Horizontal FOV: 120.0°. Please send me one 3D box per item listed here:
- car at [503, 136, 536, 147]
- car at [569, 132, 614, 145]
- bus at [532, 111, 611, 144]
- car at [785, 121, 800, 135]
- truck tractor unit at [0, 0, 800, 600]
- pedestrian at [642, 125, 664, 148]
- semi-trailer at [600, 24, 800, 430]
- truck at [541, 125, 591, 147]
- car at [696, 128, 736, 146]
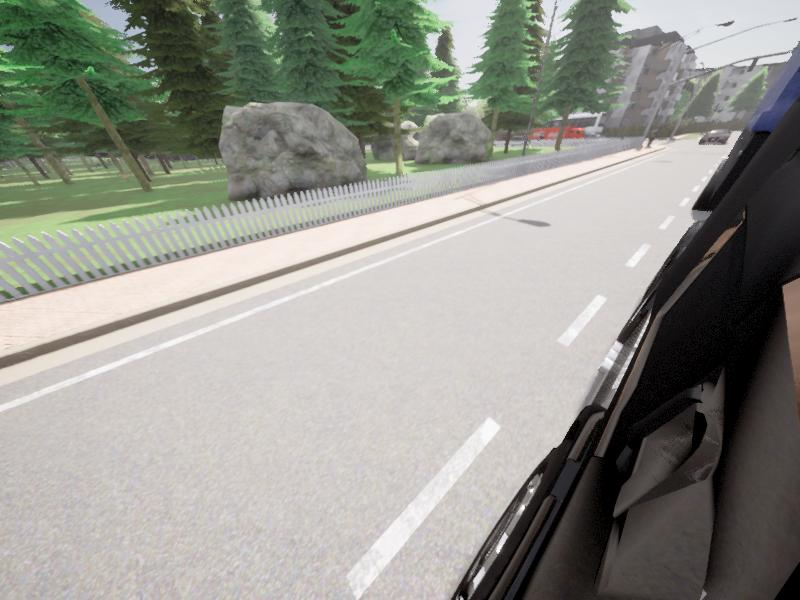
[{"bbox_3d":[21.155,-28.203,41.120,1.837,1.490,4.892,-26,41,-29],"label":"car"},{"bbox_3d":[29.941,-25.334,36.305,2.128,1.511,4.902,-26,41,-29],"label":"car"},{"bbox_3d":[31.369,-31.831,43.079,3.944,4.253,10.273,-26,41,-29],"label":"bus"},{"bbox_3d":[58.304,-24.845,33.242,5.027,1.651,2.152,-28,42,-31],"label":"car"},{"bbox_3d":[2.645,-0.295,0.351,6.516,4.208,3.053,-28,44,-30],"label":"truck tractor unit"},{"bbox_3d":[26.431,-17.042,24.132,0.751,1.860,0.751,-27,41,-30],"label":"pedestrian"},{"bbox_3d":[8.674,-3.556,4.347,14.254,4.402,2.717,-28,42,-31],"label":"semi-trailer"},{"bbox_3d":[25.652,-25.445,35.969,2.627,2.467,5.204,-26,41,-29],"label":"truck"},{"bbox_3d":[35.310,-18.201,25.812,4.181,1.385,1.994,-26,41,-29],"label":"car"}]
